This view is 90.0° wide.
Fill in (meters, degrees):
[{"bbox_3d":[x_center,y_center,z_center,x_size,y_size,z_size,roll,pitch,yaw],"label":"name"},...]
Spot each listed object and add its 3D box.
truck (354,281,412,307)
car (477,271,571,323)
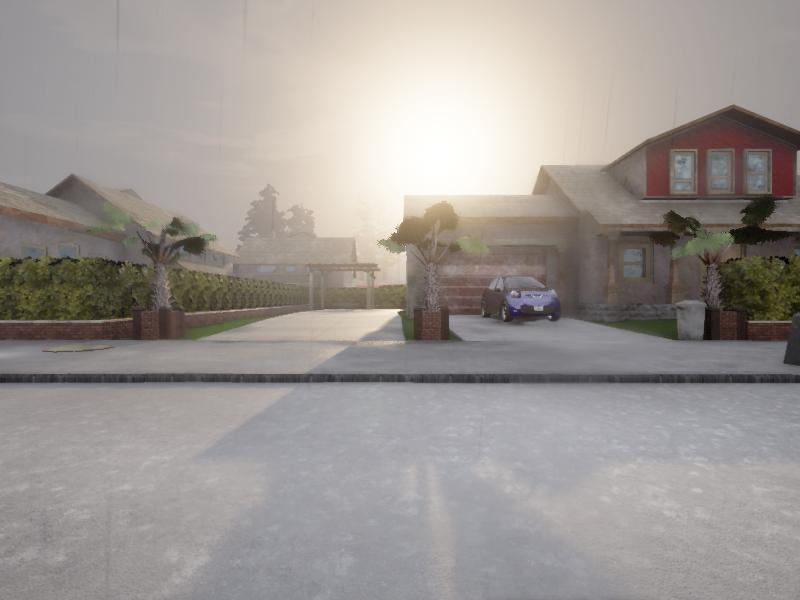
[{"bbox_3d":[-2.477,-0.921,60.272,8.468,3.827,2.891,0,0,0],"label":"truck"},{"bbox_3d":[3.891,-0.082,13.247,1.845,1.501,3.633,0,0,-3],"label":"car"}]
